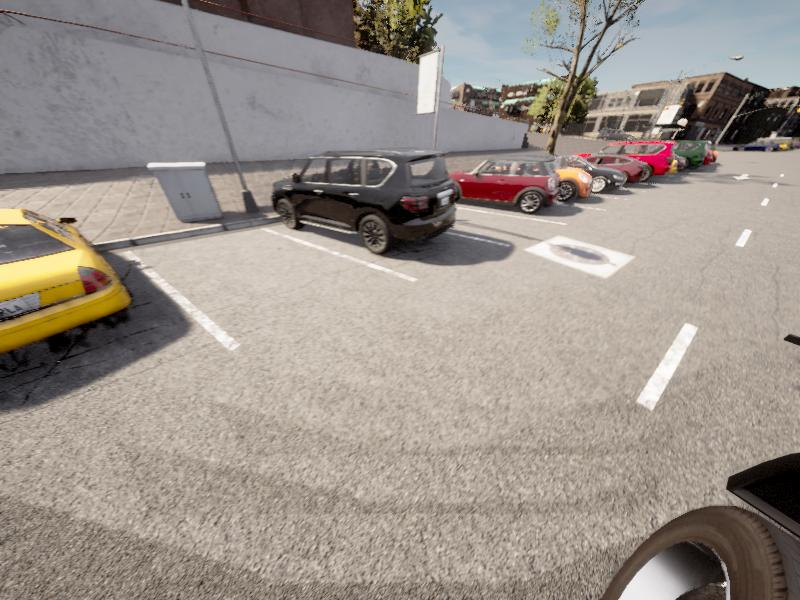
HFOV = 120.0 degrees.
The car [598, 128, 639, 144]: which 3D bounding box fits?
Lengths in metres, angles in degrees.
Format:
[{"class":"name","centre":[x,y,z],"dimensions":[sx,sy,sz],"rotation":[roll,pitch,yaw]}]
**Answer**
[{"class":"car","centre":[37.592,-28.300,39.891],"dimensions":[1.932,1.855,4.605],"rotation":[-20,45,-29]}]

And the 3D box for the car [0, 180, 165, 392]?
[{"class":"car","centre":[-6.292,-0.709,3.646],"dimensions":[5.366,1.575,1.946],"rotation":[21,40,29]}]

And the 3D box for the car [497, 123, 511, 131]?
[{"class":"car","centre":[28.170,-46.767,62.455],"dimensions":[2.002,1.452,4.674],"rotation":[27,42,25]}]

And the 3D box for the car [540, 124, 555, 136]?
[{"class":"car","centre":[34.965,-40.330,54.704],"dimensions":[1.878,1.987,4.442],"rotation":[27,42,24]}]

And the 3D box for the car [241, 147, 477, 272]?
[{"class":"car","centre":[-1.253,-2.864,6.227],"dimensions":[5.566,2.045,2.435],"rotation":[21,40,29]}]

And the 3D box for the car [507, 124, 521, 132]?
[{"class":"car","centre":[29.893,-45.122,60.584],"dimensions":[2.002,1.452,4.674],"rotation":[27,42,24]}]

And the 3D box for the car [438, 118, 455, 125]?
[{"class":"car","centre":[14.096,-54.295,70.340],"dimensions":[2.128,1.511,4.902],"rotation":[-21,43,-30]}]

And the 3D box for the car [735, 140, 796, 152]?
[{"class":"car","centre":[63.427,-26.843,40.290],"dimensions":[5.366,1.575,1.946],"rotation":[25,42,33]}]

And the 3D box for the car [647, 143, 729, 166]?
[{"class":"car","centre":[28.402,-14.587,23.098],"dimensions":[4.553,1.767,2.185],"rotation":[22,40,29]}]

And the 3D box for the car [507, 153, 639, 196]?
[{"class":"car","centre":[8.608,-6.631,11.987],"dimensions":[4.892,1.521,2.231],"rotation":[21,40,29]}]

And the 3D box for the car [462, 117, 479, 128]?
[{"class":"car","centre":[21.293,-53.535,69.711],"dimensions":[2.435,2.045,5.566],"rotation":[27,42,24]}]

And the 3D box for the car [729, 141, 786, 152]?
[{"class":"car","centre":[60.607,-26.120,39.343],"dimensions":[4.792,1.488,2.163],"rotation":[25,42,32]}]

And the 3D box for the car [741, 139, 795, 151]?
[{"class":"car","centre":[65.897,-27.875,41.543],"dimensions":[4.553,1.767,2.185],"rotation":[25,42,33]}]

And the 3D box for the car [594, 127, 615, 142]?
[{"class":"car","centre":[41.856,-33.834,47.284],"dimensions":[2.435,2.045,5.566],"rotation":[27,42,25]}]

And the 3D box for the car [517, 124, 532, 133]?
[{"class":"car","centre":[31.705,-43.593,58.803],"dimensions":[1.946,1.575,5.366],"rotation":[27,42,25]}]

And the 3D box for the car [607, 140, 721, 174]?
[{"class":"car","centre":[20.898,-11.781,18.882],"dimensions":[5.566,2.045,2.435],"rotation":[21,40,29]}]

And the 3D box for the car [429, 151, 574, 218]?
[{"class":"car","centre":[3.717,-4.736,9.080],"dimensions":[4.553,1.767,2.185],"rotation":[21,40,29]}]

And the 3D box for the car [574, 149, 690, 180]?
[{"class":"car","centre":[15.837,-9.656,16.289],"dimensions":[5.366,1.575,1.946],"rotation":[21,40,29]}]

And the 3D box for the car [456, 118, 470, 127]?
[{"class":"car","centre":[19.520,-55.082,71.656],"dimensions":[2.185,1.767,4.553],"rotation":[26,41,24]}]

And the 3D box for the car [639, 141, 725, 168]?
[{"class":"car","centre":[25.978,-13.676,21.623],"dimensions":[4.442,1.987,1.878],"rotation":[22,40,29]}]

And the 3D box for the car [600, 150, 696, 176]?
[{"class":"car","centre":[18.457,-10.546,17.627],"dimensions":[4.674,1.452,2.002],"rotation":[21,40,29]}]

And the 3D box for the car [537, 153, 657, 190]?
[{"class":"car","centre":[11.042,-7.602,13.415],"dimensions":[4.792,1.488,2.163],"rotation":[21,40,29]}]

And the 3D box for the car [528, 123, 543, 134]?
[{"class":"car","centre":[33.257,-41.979,56.583],"dimensions":[1.878,1.987,4.442],"rotation":[27,42,25]}]

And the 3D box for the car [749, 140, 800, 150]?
[{"class":"car","centre":[71.217,-29.437,43.970],"dimensions":[4.892,1.521,2.231],"rotation":[26,42,33]}]

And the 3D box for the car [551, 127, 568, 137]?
[{"class":"car","centre":[36.706,-38.559,53.044],"dimensions":[2.231,1.521,4.892],"rotation":[27,42,25]}]

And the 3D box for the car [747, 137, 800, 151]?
[{"class":"car","centre":[68.653,-28.747,42.598],"dimensions":[4.442,1.987,1.878],"rotation":[26,42,33]}]

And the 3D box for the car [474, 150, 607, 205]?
[{"class":"car","centre":[6.127,-5.753,10.521],"dimensions":[4.553,1.767,2.185],"rotation":[21,40,29]}]

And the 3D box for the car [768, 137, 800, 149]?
[{"class":"car","centre":[84.639,-33.666,49.504],"dimensions":[5.566,2.045,2.435],"rotation":[27,43,35]}]

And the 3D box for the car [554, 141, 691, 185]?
[{"class":"car","centre":[13.501,-8.822,14.665],"dimensions":[5.566,2.045,2.435],"rotation":[21,40,29]}]

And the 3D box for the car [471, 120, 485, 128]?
[{"class":"car","centre":[23.126,-51.802,68.148],"dimensions":[1.946,1.575,5.366],"rotation":[26,42,24]}]

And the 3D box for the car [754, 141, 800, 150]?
[{"class":"car","centre":[73.883,-30.223,45.147],"dimensions":[4.674,1.452,2.002],"rotation":[26,43,34]}]

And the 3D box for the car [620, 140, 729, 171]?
[{"class":"car","centre":[23.426,-12.749,20.260],"dimensions":[5.566,2.045,2.435],"rotation":[21,40,29]}]
